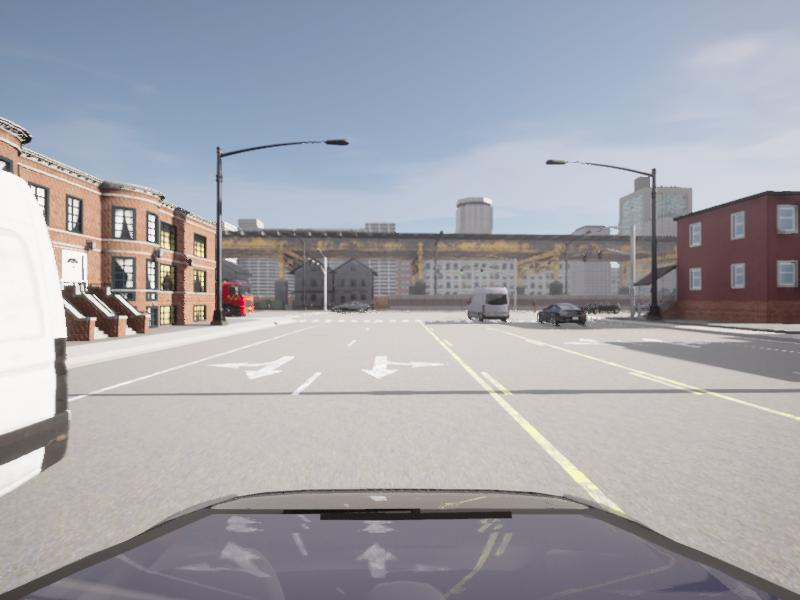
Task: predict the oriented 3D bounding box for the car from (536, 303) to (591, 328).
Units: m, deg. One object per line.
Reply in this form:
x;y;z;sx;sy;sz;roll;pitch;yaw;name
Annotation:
10.454;0.937;25.986;1.812;1.442;4.674;0;0;1;car

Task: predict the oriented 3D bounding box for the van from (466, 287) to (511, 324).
6.731;0.403;31.263;1.988;2.561;5.915;0;0;-3;van

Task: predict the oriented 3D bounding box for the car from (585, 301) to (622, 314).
25.379;0.942;49.904;3.705;1.549;1.789;0;0;0;car

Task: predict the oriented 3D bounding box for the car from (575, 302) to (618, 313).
26.193;0.980;53.405;4.892;1.490;1.837;0;0;0;car

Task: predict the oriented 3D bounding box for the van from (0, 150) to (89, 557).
-3.508;0.326;0.282;1.988;2.561;5.915;0;0;0;van

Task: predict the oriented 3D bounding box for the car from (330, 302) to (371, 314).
-6.079;0.962;49.806;4.902;1.511;2.128;0;0;0;car

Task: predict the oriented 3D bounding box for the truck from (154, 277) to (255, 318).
-18.998;-0.220;39.263;8.468;3.827;2.891;0;0;0;truck
